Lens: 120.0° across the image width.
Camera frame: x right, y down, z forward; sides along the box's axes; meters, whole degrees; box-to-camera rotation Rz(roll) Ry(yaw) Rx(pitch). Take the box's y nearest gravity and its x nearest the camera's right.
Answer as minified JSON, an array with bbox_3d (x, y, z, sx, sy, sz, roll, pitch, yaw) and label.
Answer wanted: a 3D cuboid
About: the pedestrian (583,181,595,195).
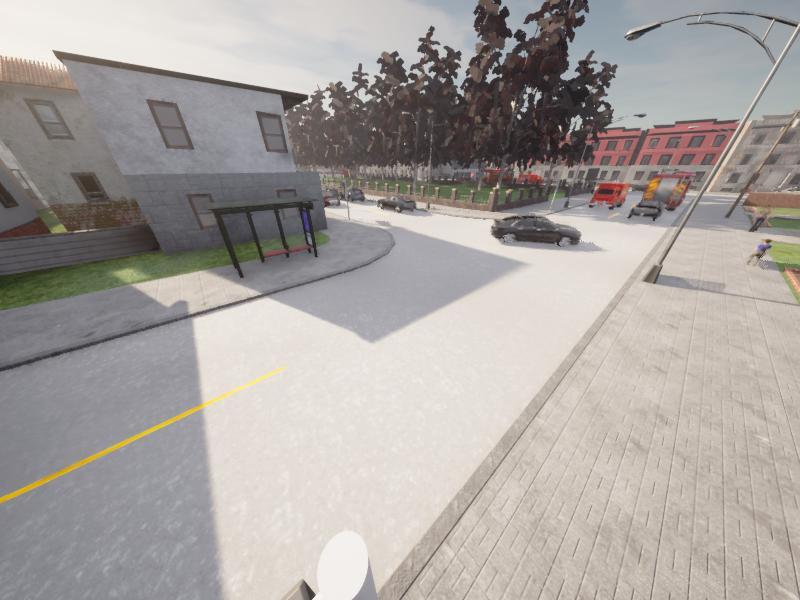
[{"bbox_3d":[29.799,-17.644,36.451,0.751,1.860,0.751,-23,37,-34],"label":"pedestrian"}]

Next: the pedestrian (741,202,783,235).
[{"bbox_3d":[23.529,-5.297,15.063,0.751,1.860,0.751,-20,36,-31],"label":"pedestrian"}]

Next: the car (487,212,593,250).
[{"bbox_3d":[7.972,-4.201,13.787,4.892,1.490,1.837,7,32,12],"label":"car"}]

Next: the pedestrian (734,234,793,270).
[{"bbox_3d":[15.796,-2.113,10.108,0.751,1.300,0.751,22,37,33],"label":"pedestrian"}]

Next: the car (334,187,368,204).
[{"bbox_3d":[-6.451,-13.763,30.210,2.033,1.649,4.856,-23,37,-35],"label":"car"}]

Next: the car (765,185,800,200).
[{"bbox_3d":[55.524,-15.104,32.560,1.851,1.617,3.988,-23,37,-34],"label":"car"}]

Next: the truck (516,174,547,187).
[{"bbox_3d":[30.128,-27.479,53.131,2.627,2.467,5.204,-23,37,-34],"label":"truck"}]

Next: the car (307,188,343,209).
[{"bbox_3d":[-8.859,-12.021,27.198,2.033,1.649,4.856,-23,37,-34],"label":"car"}]

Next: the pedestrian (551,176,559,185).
[{"bbox_3d":[37.522,-28.909,55.961,0.751,1.860,0.751,-20,35,-30],"label":"pedestrian"}]

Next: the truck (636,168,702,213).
[{"bbox_3d":[29.711,-12.301,25.487,8.468,3.827,2.891,-23,37,-34],"label":"truck"}]

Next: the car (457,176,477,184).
[{"bbox_3d":[18.768,-33.892,65.087,2.152,1.651,5.027,-23,37,-34],"label":"car"}]

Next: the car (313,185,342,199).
[{"bbox_3d":[-11.015,-16.459,35.002,2.128,1.511,4.902,-24,38,-35],"label":"car"}]

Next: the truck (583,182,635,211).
[{"bbox_3d":[23.164,-11.588,25.608,5.204,2.467,2.627,-23,37,-34],"label":"truck"}]

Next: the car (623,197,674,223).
[{"bbox_3d":[22.161,-8.139,20.592,4.902,1.511,2.128,-23,37,-34],"label":"car"}]

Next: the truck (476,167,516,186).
[{"bbox_3d":[24.243,-31.576,58.872,2.891,3.827,8.468,-23,37,-34],"label":"truck"}]

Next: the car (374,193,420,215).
[{"bbox_3d":[-0.412,-10.006,23.827,2.128,1.511,4.902,-23,37,-34],"label":"car"}]

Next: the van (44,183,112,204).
[{"bbox_3d":[-41.451,-13.873,29.994,4.480,2.038,2.069,-23,37,-34],"label":"van"}]
